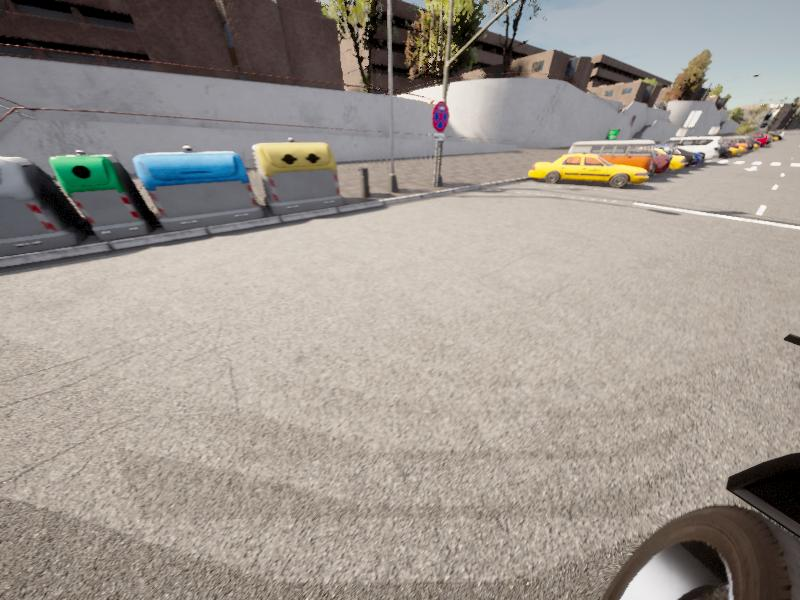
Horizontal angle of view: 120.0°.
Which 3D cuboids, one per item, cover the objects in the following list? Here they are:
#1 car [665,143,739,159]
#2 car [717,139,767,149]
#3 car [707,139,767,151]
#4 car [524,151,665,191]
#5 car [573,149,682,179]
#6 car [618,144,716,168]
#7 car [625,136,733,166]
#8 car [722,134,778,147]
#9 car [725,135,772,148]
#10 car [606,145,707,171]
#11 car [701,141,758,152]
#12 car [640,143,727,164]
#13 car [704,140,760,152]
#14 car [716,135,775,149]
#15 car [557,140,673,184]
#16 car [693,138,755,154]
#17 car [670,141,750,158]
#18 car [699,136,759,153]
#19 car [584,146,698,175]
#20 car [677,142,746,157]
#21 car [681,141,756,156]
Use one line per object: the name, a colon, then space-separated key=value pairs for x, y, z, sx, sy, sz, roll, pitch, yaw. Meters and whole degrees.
car: x=34.386 y=-17.183 z=26.562 sx=4.674 sy=1.452 sz=2.002 roll=21 pitch=40 yaw=29
car: x=63.743 y=-29.171 z=43.202 sx=4.674 sy=1.452 sz=2.002 roll=21 pitch=41 yaw=29
car: x=56.556 y=-26.112 z=38.965 sx=5.366 sy=1.575 sz=1.946 roll=21 pitch=40 yaw=29
car: x=10.090 y=-7.172 z=12.604 sx=5.366 sy=1.575 sz=1.946 roll=21 pitch=40 yaw=29
car: x=14.801 y=-9.217 z=15.485 sx=4.792 sy=1.488 sz=2.163 roll=21 pitch=41 yaw=29
car: x=22.160 y=-12.245 z=19.610 sx=5.008 sy=1.535 sz=2.097 roll=21 pitch=40 yaw=29
car: x=24.574 y=-13.455 z=20.858 sx=5.566 sy=2.045 sz=2.435 roll=21 pitch=40 yaw=29
car: x=71.099 y=-32.472 z=47.139 sx=5.566 sy=2.045 sz=2.435 roll=21 pitch=40 yaw=29
car: x=68.726 y=-31.400 z=45.742 sx=4.442 sy=1.987 sz=1.878 roll=21 pitch=40 yaw=29
car: x=19.719 y=-11.236 z=18.218 sx=4.892 sy=1.521 sz=2.231 roll=21 pitch=40 yaw=29
car: x=51.508 y=-24.120 z=36.303 sx=4.674 sy=1.452 sz=2.002 roll=21 pitch=40 yaw=29
car: x=27.048 y=-14.243 z=22.386 sx=4.892 sy=1.521 sz=2.231 roll=21 pitch=40 yaw=29
car: x=53.927 y=-25.139 z=37.699 sx=4.792 sy=1.488 sz=2.163 roll=21 pitch=40 yaw=29
car: x=66.154 y=-30.439 z=44.423 sx=5.566 sy=2.045 sz=2.435 roll=21 pitch=41 yaw=29
car: x=12.475 y=-8.380 z=13.892 sx=4.442 sy=1.987 sz=1.878 roll=21 pitch=40 yaw=29
car: x=46.634 y=-22.256 z=33.420 sx=4.553 sy=1.767 sz=2.185 roll=21 pitch=40 yaw=29
car: x=36.982 y=-18.154 z=27.845 sx=5.366 sy=1.575 sz=1.946 roll=21 pitch=40 yaw=29
car: x=49.159 y=-23.310 z=34.721 sx=4.442 sy=1.987 sz=1.878 roll=21 pitch=40 yaw=29
car: x=17.118 y=-10.297 z=16.925 sx=5.366 sy=1.575 sz=1.946 roll=21 pitch=40 yaw=29
car: x=39.249 y=-19.179 z=29.357 sx=4.792 sy=1.488 sz=2.163 roll=21 pitch=40 yaw=29
car: x=41.873 y=-20.129 z=30.632 sx=5.366 sy=1.575 sz=1.946 roll=21 pitch=40 yaw=29
